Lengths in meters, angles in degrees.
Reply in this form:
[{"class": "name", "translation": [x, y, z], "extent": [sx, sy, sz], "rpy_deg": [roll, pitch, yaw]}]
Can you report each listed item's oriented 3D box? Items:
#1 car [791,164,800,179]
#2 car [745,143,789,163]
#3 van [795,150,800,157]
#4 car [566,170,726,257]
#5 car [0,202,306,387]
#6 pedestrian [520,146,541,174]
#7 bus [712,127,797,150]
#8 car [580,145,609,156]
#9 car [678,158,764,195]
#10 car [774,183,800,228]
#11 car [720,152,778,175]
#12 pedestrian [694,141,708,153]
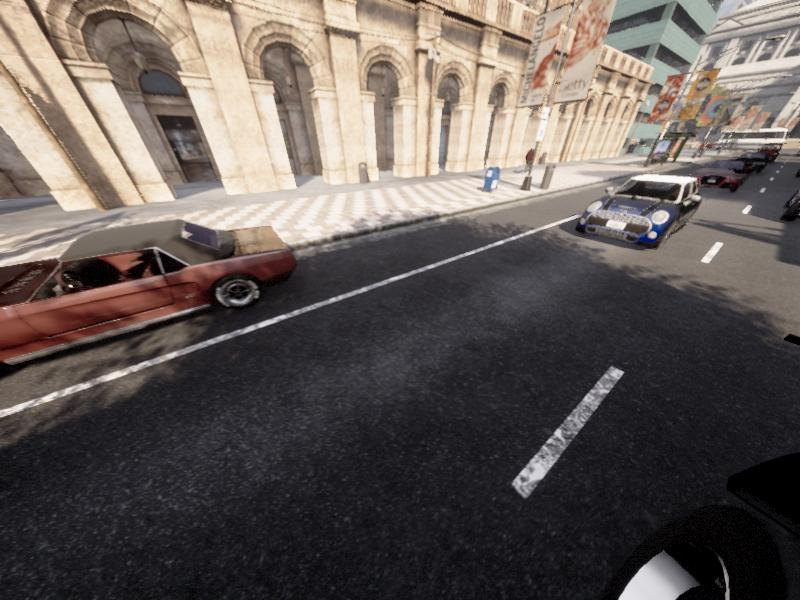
[{"class": "car", "translation": [30.082, -9.490, 16.305], "extent": [5.357, 1.411, 2.033], "rpy_deg": [-22, 39, -28]}, {"class": "car", "translation": [42.798, -17.179, 26.941], "extent": [3.866, 1.878, 1.905], "rpy_deg": [-22, 39, -28]}, {"class": "van", "translation": [61.338, -22.603, 33.999], "extent": [5.915, 2.561, 1.988], "rpy_deg": [-24, 41, -30]}, {"class": "car", "translation": [7.052, -2.715, 6.689], "extent": [3.806, 1.475, 1.970], "rpy_deg": [-22, 40, -28]}, {"class": "car", "translation": [-4.263, -0.342, 3.558], "extent": [4.718, 1.301, 1.895], "rpy_deg": [-22, 40, -28]}, {"class": "pedestrian", "translation": [10.239, -11.021, 18.193], "extent": [0.751, 1.860, 0.751], "rpy_deg": [-25, 41, -31]}, {"class": "bus", "translation": [85.768, -39.101, 56.286], "extent": [3.944, 4.253, 10.273], "rpy_deg": [-22, 39, -28]}, {"class": "car", "translation": [35.793, -27.522, 42.477], "extent": [4.786, 1.482, 2.161], "rpy_deg": [-22, 40, -28]}, {"class": "car", "translation": [17.989, -7.043, 12.950], "extent": [4.181, 1.385, 1.994], "rpy_deg": [-22, 40, -28]}, {"class": "car", "translation": [14.872, -3.465, 7.601], "extent": [4.974, 1.542, 2.038], "rpy_deg": [-22, 39, -28]}, {"class": "car", "translation": [29.192, -11.519, 19.328], "extent": [4.181, 1.385, 1.994], "rpy_deg": [-22, 39, -28]}, {"class": "pedestrian", "translation": [55.106, -27.965, 42.290], "extent": [0.751, 1.860, 0.751], "rpy_deg": [-17, 38, -23]}]
